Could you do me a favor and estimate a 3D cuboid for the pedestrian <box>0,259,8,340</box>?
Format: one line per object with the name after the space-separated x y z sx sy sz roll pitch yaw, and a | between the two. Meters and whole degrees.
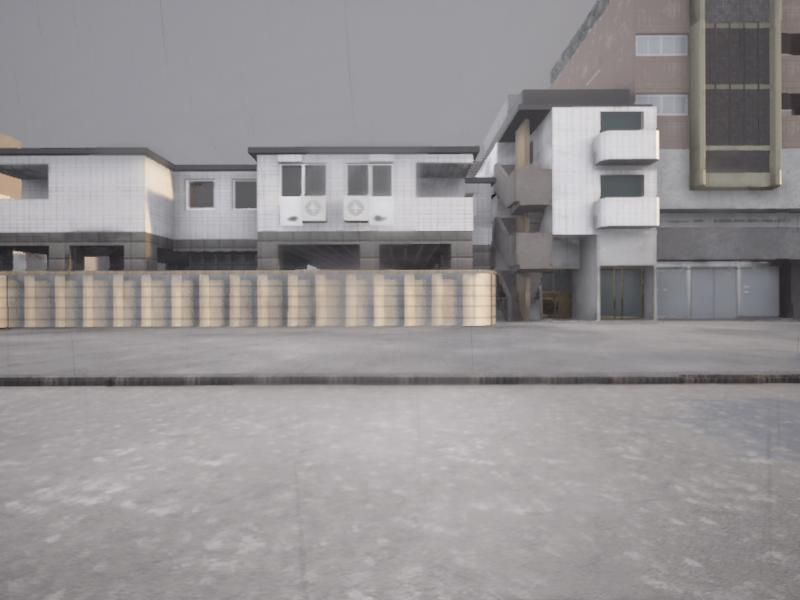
-9.454 -0.012 8.920 0.751 1.860 0.751 0 0 -19 | pedestrian
